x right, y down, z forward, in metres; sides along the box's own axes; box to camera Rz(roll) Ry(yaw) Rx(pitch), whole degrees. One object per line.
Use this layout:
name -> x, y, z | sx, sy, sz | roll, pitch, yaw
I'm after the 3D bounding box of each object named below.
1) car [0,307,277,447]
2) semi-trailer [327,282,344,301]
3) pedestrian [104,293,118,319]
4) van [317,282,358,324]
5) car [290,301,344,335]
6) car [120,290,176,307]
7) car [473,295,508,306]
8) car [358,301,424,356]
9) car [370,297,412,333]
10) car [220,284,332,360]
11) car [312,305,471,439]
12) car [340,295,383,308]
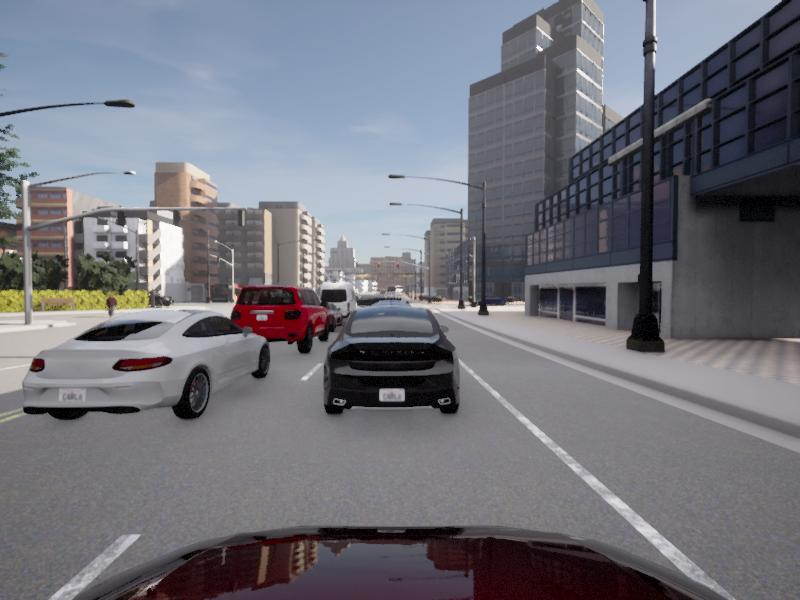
car -> -3.644, 0.881, 6.694 | 1.812, 1.442, 4.674 | 0, 0, -1
semi-trailer -> -16.486, -2.169, 103.326 | 2.717, 4.402, 14.254 | 0, 1, -3
pedestrian -> -21.392, 0.411, 29.615 | 0.751, 1.860, 0.751 | -1, 2, -33
van -> -4.109, 0.125, 27.401 | 1.988, 2.561, 5.915 | 0, 1, -1
car -> -4.026, 0.805, 20.241 | 1.812, 1.442, 4.674 | 0, 0, -1
car -> -31.156, -0.179, 49.607 | 5.566, 2.045, 2.150 | 0, 2, -1
car -> 12.126, 0.023, 53.711 | 4.193, 1.474, 1.816 | 0, 2, -1
car -> -0.303, 0.816, 13.944 | 1.882, 1.535, 5.008 | 0, 0, -1
car -> -0.475, 0.697, 21.249 | 1.930, 1.638, 5.238 | 0, 1, -1
car -> -3.805, 0.563, 13.567 | 2.150, 2.045, 5.566 | 0, 0, -1
car -> -0.149, 0.856, 7.057 | 1.837, 1.490, 4.892 | 0, 0, -1
car -> -4.690, 0.114, 49.205 | 5.008, 1.535, 1.882 | -1, 2, -39
